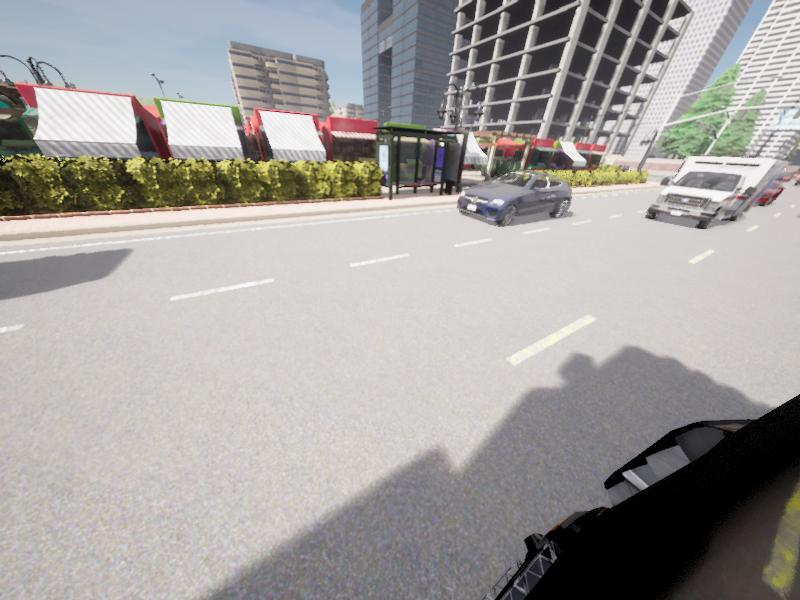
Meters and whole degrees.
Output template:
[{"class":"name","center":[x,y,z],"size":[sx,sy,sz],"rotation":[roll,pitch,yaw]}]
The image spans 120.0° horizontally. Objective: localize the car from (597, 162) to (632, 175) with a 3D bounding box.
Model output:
[{"class":"car","center":[36.633,-22.555,39.591],"size":[1.789,1.549,3.705],"rotation":[-16,38,-26]}]

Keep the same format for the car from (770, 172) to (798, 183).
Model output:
[{"class":"car","center":[72.748,-23.275,43.734],"size":[3.988,1.617,1.851],"rotation":[-16,38,-26]}]

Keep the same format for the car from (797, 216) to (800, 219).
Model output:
[{"class":"car","center":[23.345,-4.902,11.930],"size":[4.902,1.511,2.128],"rotation":[-15,38,-26]}]

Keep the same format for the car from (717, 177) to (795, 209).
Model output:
[{"class":"car","center":[24.399,-7.437,15.832],"size":[5.008,1.535,1.882],"rotation":[-16,38,-26]}]

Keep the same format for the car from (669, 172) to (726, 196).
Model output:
[{"class":"car","center":[25.256,-9.904,19.642],"size":[3.633,1.501,1.845],"rotation":[-16,38,-26]}]

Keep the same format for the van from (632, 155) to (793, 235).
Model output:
[{"class":"van","center":[13.719,-4.797,10.160],"size":[6.366,2.431,2.351],"rotation":[-16,38,-26]}]

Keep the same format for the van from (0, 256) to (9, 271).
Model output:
[{"class":"van","center":[-8.829,-0.495,2.219],"size":[4.442,1.987,1.775],"rotation":[-16,38,-26]}]

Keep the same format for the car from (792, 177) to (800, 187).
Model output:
[{"class":"car","center":[60.533,-17.596,34.170],"size":[4.892,1.490,1.837],"rotation":[-16,38,-26]}]

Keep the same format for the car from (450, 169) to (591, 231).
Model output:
[{"class":"car","center":[4.756,-4.172,9.215],"size":[5.027,1.651,2.152],"rotation":[-16,38,-26]}]

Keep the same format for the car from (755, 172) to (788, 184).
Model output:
[{"class":"car","center":[59.914,-19.664,37.219],"size":[5.008,1.535,1.882],"rotation":[-16,38,-26]}]

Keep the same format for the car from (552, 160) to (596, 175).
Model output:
[{"class":"car","center":[26.858,-20.712,35.932],"size":[2.033,1.649,4.856],"rotation":[-16,38,-26]}]
